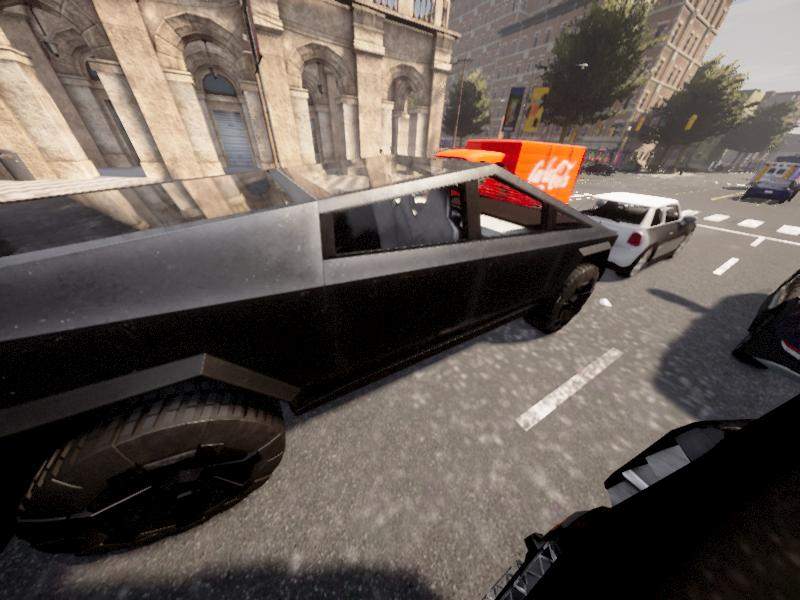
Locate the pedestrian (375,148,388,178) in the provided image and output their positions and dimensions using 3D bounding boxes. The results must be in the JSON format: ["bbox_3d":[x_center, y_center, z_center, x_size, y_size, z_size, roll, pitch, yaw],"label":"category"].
[{"bbox_3d":[-1.372,-10.052,16.960,0.751,1.860,0.751,-12,36,-21],"label":"pedestrian"}]

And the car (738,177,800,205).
[{"bbox_3d":[27.342,-8.053,16.903,4.181,1.385,1.994,-16,38,-26],"label":"car"}]

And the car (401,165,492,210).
[{"bbox_3d":[2.101,-5.324,10.728,3.633,1.501,1.845,-16,38,-26],"label":"car"}]

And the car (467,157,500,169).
[{"bbox_3d":[13.028,-21.568,36.215,1.895,1.301,4.718,-16,38,-26],"label":"car"}]

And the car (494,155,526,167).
[{"bbox_3d":[20.912,-26.562,44.118,2.038,1.542,4.974,-16,38,-26],"label":"car"}]

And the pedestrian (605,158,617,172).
[{"bbox_3d":[34.693,-22.190,37.972,0.751,1.860,0.751,-25,43,-35],"label":"pedestrian"}]

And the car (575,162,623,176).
[{"bbox_3d":[28.544,-18.933,33.298,1.812,1.442,4.674,-16,38,-26],"label":"car"}]

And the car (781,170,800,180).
[{"bbox_3d":[82.450,-26.295,48.393,5.366,1.575,1.801,-16,38,-26],"label":"car"}]

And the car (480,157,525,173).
[{"bbox_3d":[13.168,-17.650,30.136,2.128,1.511,4.902,-16,38,-26],"label":"car"}]

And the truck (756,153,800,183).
[{"bbox_3d":[63.394,-21.730,38.001,8.468,3.827,2.891,-16,38,-26],"label":"truck"}]

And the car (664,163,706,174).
[{"bbox_3d":[60.886,-28.152,49.455,1.930,1.638,5.238,-5,34,-12],"label":"car"}]

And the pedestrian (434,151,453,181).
[{"bbox_3d":[3.139,-9.749,16.848,0.751,1.860,0.751,-15,38,-25],"label":"pedestrian"}]

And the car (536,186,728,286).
[{"bbox_3d":[5.757,-1.859,5.840,3.806,1.475,1.970,-16,38,-26],"label":"car"}]

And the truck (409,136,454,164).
[{"bbox_3d":[5.231,-26.544,40.823,2.891,3.827,8.468,-16,38,-26],"label":"truck"}]

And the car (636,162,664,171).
[{"bbox_3d":[61.044,-32.699,56.410,1.851,1.617,3.988,-16,38,-26],"label":"car"}]

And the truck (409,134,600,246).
[{"bbox_3d":[3.258,-3.781,7.645,5.204,2.467,2.627,-16,38,-26],"label":"truck"}]

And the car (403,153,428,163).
[{"bbox_3d":[2.530,-24.540,39.878,1.895,1.301,4.718,-16,38,-26],"label":"car"}]

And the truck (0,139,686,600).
[{"bbox_3d":[-0.123,-0.417,2.661,6.274,2.098,2.390,-16,38,-26],"label":"truck"}]

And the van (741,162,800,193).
[{"bbox_3d":[39.070,-12.342,23.291,6.366,2.431,2.351,-7,35,-14],"label":"van"}]

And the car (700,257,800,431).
[{"bbox_3d":[6.276,0.172,2.686,4.856,1.649,2.033,-16,38,-26],"label":"car"}]
